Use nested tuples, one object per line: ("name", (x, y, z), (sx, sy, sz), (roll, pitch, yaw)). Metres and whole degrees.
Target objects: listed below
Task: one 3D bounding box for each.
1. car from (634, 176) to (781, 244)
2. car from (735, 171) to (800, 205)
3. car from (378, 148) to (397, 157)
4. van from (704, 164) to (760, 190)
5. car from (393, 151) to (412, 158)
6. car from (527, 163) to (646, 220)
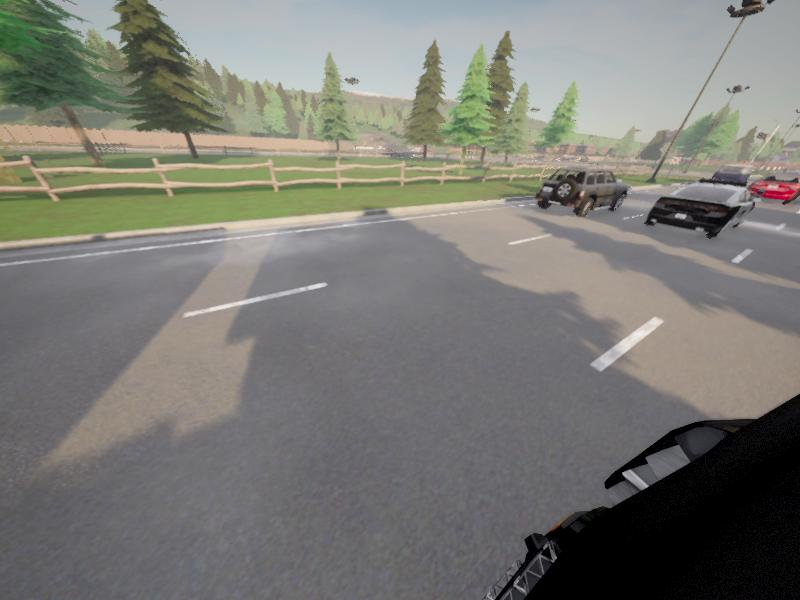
("car", (11.533, -3.593, 8.661), (5.238, 1.638, 1.930), (-16, 38, -26))
("car", (26.219, -7.860, 16.044), (4.611, 1.667, 2.242), (-16, 38, -26))
("car", (-3.418, -40.601, 63.459), (4.605, 1.855, 1.932), (-16, 38, -26))
("van", (31.806, -11.837, 22.139), (4.442, 1.987, 1.775), (-16, 38, -26))
("car", (0.656, -37.122, 58.902), (4.181, 1.385, 1.994), (-16, 38, -26))
("car", (8.323, -4.991, 10.353), (4.605, 1.855, 1.932), (-16, 38, -26))
